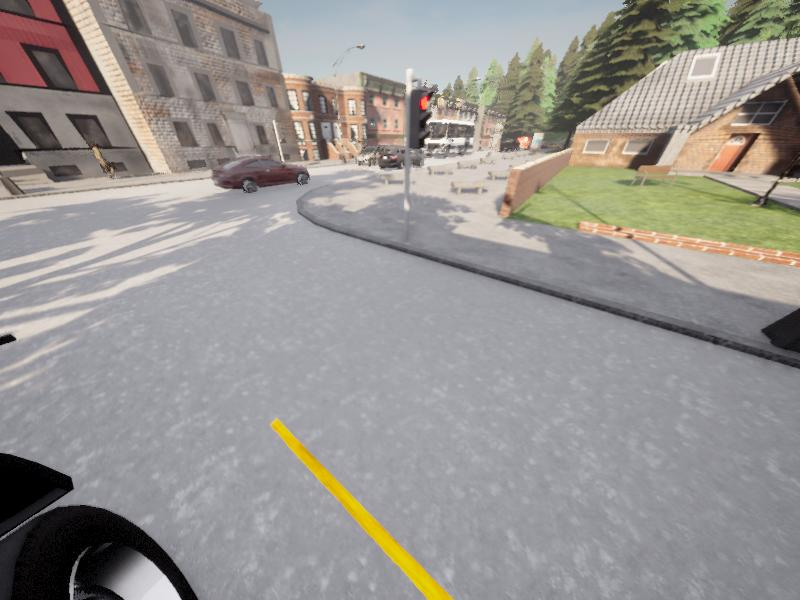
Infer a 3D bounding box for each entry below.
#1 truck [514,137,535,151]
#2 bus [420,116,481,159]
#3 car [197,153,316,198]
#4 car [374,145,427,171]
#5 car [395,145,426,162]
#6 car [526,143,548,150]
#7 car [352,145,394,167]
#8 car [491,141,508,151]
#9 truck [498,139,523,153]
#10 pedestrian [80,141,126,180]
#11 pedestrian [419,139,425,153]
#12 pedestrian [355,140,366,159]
[{"bbox_3d":[27.484,-34.414,50.922,2.627,2.467,5.204,23,41,28],"label":"truck"},{"bbox_3d":[7.291,-22.928,32.803,3.944,4.253,10.273,23,41,28],"label":"bus"},{"bbox_3d":[-6.987,-6.537,11.865,1.812,1.442,4.674,23,41,28],"label":"car"},{"bbox_3d":[0.144,-12.441,20.103,2.242,1.667,4.611,24,41,29],"label":"car"},{"bbox_3d":[1.201,-17.089,26.825,1.845,1.501,3.633,23,41,28],"label":"car"},{"bbox_3d":[34.376,-38.470,57.881,4.514,1.525,2.007,-12,37,-17],"label":"car"},{"bbox_3d":[-2.514,-14.161,22.575,1.851,1.617,3.988,23,41,28],"label":"car"},{"bbox_3d":[21.581,-33.329,50.013,1.801,1.575,5.366,23,40,28],"label":"car"},{"bbox_3d":[20.796,-28.988,43.376,2.390,2.098,6.274,23,41,28],"label":"truck"},{"bbox_3d":[-16.920,-7.956,13.208,0.751,1.860,0.751,19,39,24],"label":"pedestrian"},{"bbox_3d":[3.792,-26.655,39.988,0.751,1.860,0.751,-26,43,-32],"label":"pedestrian"},{"bbox_3d":[-4.613,-17.574,26.953,0.751,1.860,0.751,22,41,28],"label":"pedestrian"}]
